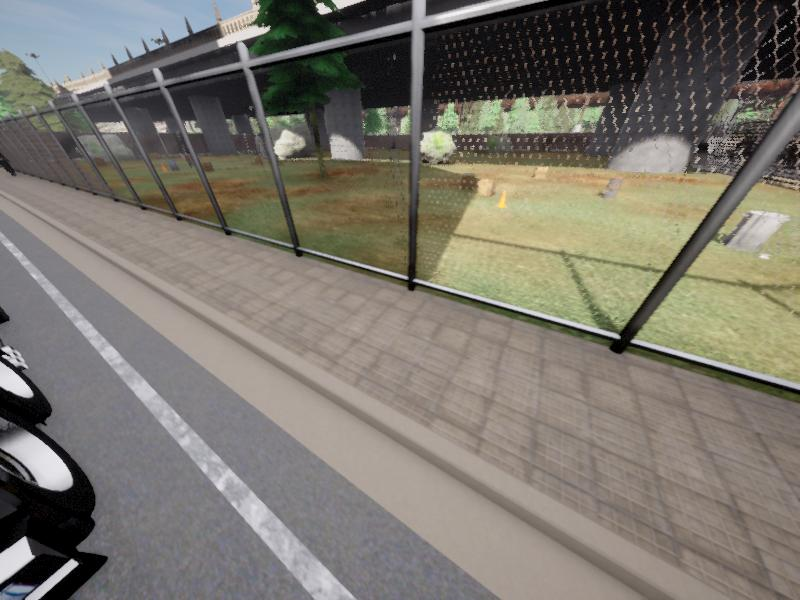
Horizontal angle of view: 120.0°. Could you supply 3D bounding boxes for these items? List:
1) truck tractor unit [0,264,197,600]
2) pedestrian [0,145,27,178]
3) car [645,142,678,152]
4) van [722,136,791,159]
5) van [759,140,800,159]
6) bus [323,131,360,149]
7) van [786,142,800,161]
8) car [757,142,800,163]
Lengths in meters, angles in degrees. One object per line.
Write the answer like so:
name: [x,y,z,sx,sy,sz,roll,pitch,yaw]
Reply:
truck tractor unit: [-5.119,-0.289,0.792,6.516,4.208,3.053,18,39,24]
pedestrian: [-27.199,-9.478,15.841,0.751,1.860,0.751,16,38,22]
car: [53.002,-31.053,46.861,1.851,1.617,3.988,-24,42,-30]
van: [48.494,-21.039,31.758,2.351,2.431,6.366,18,39,24]
van: [52.009,-20.352,31.134,1.775,1.987,4.442,18,39,24]
bus: [-17.972,-49.336,71.204,10.273,4.253,3.944,-10,36,-13]
van: [48.412,-16.932,25.873,2.351,2.431,6.366,18,39,24]
car: [44.731,-17.049,26.550,1.932,1.855,4.605,18,39,24]
